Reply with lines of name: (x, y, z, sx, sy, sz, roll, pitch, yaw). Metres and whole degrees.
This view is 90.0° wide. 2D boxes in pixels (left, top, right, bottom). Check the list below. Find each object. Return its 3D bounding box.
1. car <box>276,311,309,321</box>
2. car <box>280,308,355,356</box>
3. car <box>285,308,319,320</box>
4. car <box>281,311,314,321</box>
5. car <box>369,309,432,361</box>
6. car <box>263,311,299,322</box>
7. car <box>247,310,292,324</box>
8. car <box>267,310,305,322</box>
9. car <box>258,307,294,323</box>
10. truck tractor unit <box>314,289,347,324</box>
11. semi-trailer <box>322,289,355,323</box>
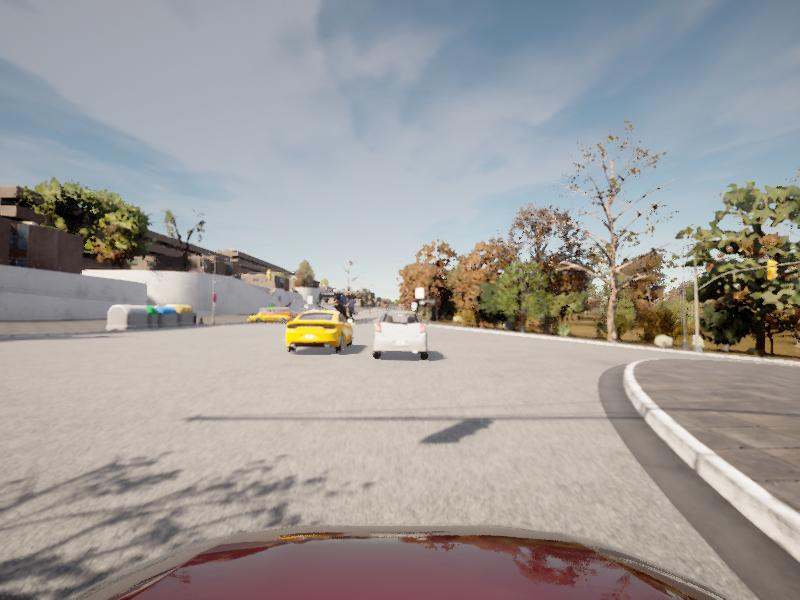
car: (-16.930, 2.478, 63.166, 4.892, 1.521, 2.231, 0, -1, -20)
car: (-2.990, 1.152, 15.636, 1.882, 1.535, 5.008, 1, -2, 0)
car: (-16.966, 2.381, 69.121, 5.566, 2.045, 2.435, 0, -1, -20)
car: (-16.943, 2.554, 66.151, 5.008, 1.535, 2.097, 0, -2, -20)
car: (0.011, 1.107, 13.613, 1.845, 1.501, 3.633, 1, -2, 0)
car: (-16.963, 2.357, 57.190, 4.792, 1.488, 2.163, 0, -1, -20)
car: (-16.764, 2.177, 51.307, 5.366, 1.575, 1.946, 0, -2, -20)
car: (-17.111, 2.399, 60.120, 5.366, 1.575, 1.946, 0, -1, -20)
car: (-16.831, 2.028, 54.270, 4.442, 1.987, 1.878, 0, -2, -20)
truck tractor unit: (-8.866, 0.844, 51.828, 3.053, 4.208, 6.516, 0, -2, 0)
semi-trailer: (-8.870, 0.937, 59.741, 2.717, 4.402, 14.254, 0, -1, 0)
